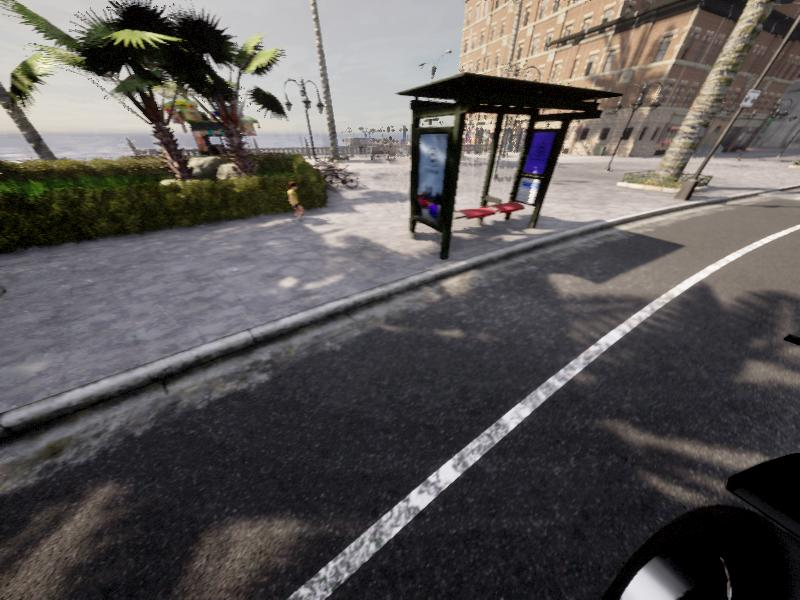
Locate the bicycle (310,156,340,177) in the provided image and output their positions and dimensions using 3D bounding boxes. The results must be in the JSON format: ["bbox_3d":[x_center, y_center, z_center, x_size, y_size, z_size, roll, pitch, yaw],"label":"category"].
[{"bbox_3d":[-4.698,-8.421,14.569,1.643,1.024,0.373,-14,38,-18],"label":"bicycle"}]

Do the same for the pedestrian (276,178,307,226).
[{"bbox_3d":[-3.020,-2.739,6.465,0.500,1.100,0.500,-16,38,-21],"label":"pedestrian"}]

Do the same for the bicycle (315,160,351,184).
[{"bbox_3d":[-3.526,-6.808,12.305,1.643,1.024,0.373,-14,38,-18],"label":"bicycle"}]

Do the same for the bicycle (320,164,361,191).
[{"bbox_3d":[-2.744,-5.733,10.794,1.643,1.024,0.373,-14,38,-18],"label":"bicycle"}]
